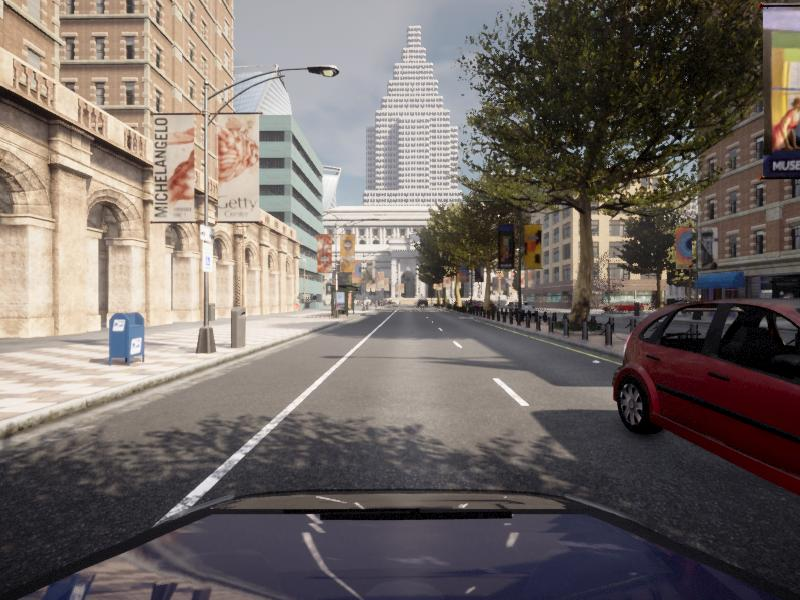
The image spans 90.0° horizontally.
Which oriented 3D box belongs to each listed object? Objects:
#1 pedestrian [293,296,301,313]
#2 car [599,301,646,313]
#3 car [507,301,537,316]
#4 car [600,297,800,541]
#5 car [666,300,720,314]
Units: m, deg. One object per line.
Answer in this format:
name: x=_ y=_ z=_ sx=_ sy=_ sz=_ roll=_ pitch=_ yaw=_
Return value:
pedestrian: x=-11.493 y=0.485 z=44.691 sx=0.751 sy=1.860 sz=0.751 roll=0 pitch=0 yaw=0
car: x=28.456 y=0.851 z=51.183 sx=4.792 sy=1.488 sz=2.163 roll=0 pitch=0 yaw=2
car: x=12.323 y=0.853 z=40.720 sx=1.970 sy=1.475 sz=3.806 roll=0 pitch=0 yaw=1
car: x=3.587 y=0.788 z=3.390 sx=1.851 sy=1.617 sz=3.988 roll=0 pitch=0 yaw=1
car: x=34.731 y=0.826 z=47.556 sx=4.974 sy=1.542 sz=2.038 roll=0 pitch=0 yaw=-1
